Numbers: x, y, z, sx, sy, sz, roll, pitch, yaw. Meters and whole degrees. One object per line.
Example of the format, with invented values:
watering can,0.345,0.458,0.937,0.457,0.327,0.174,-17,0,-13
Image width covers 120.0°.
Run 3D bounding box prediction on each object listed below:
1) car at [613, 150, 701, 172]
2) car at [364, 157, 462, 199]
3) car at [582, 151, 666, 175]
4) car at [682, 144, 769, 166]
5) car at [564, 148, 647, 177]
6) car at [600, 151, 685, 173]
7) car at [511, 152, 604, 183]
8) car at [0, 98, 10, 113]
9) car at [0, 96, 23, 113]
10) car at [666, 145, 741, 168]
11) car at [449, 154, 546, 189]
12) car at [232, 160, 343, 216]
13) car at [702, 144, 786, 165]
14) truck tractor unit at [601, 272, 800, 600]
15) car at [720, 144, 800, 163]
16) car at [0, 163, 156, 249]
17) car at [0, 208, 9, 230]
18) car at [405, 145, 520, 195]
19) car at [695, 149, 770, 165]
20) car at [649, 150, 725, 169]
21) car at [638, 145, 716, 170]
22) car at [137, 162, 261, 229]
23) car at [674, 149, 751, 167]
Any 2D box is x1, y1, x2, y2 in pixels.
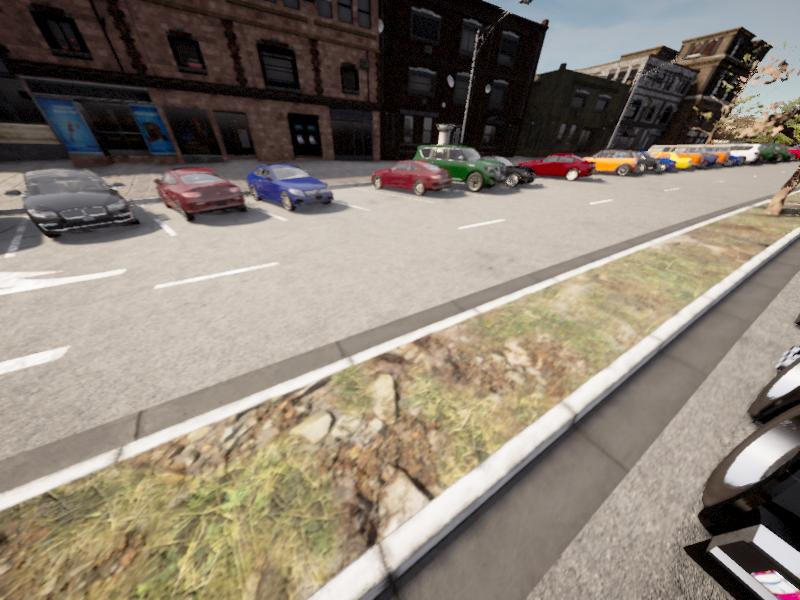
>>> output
car,24.584,-13.564,22.411,5.366,1.575,1.946,28,43,35
car,0.523,-6.507,12.085,4.674,1.452,2.002,26,42,33
car,19.307,-11.999,20.109,4.892,1.521,2.231,28,43,35
car,38.276,-17.356,27.557,5.566,2.045,2.435,29,44,36
car,16.608,-11.344,18.917,4.553,1.767,2.185,28,43,34
car,22.007,-12.758,21.226,5.008,1.535,2.097,28,43,35
car,11.205,-9.716,16.739,5.008,1.535,2.097,27,43,34
car,-64.453,-30.035,35.280,2.185,1.767,4.553,23,39,24
car,-66.267,-31.601,37.008,2.435,2.045,5.566,22,38,26
car,32.956,-15.830,25.353,4.442,1.987,1.878,29,43,36
car,5.846,-8.153,14.437,5.008,1.535,2.097,27,42,34
car,-4.765,-4.869,9.674,4.674,1.452,2.002,26,41,33
car,43.700,-18.807,29.696,5.566,2.045,2.435,29,44,36
truck tractor unit,5.123,-0.287,0.767,6.516,4.208,3.053,-18,39,-24
car,49.175,-20.241,31.809,5.566,2.045,2.435,29,43,36
car,-10.021,-3.224,7.188,4.892,1.521,2.231,25,41,32
car,-12.540,-2.516,5.743,4.442,1.987,1.878,25,41,32
car,3.206,-7.551,13.103,5.566,2.045,2.435,26,42,33
car,41.010,-17.866,28.757,5.008,1.535,2.097,29,43,36
car,30.129,-14.943,24.502,4.792,1.488,2.163,29,44,35
car,27.522,-14.369,23.200,4.442,1.987,1.878,29,43,35
car,-7.395,-4.030,8.440,4.674,1.452,2.002,25,42,32
car,35.584,-16.415,26.618,5.008,1.535,2.097,29,43,36
